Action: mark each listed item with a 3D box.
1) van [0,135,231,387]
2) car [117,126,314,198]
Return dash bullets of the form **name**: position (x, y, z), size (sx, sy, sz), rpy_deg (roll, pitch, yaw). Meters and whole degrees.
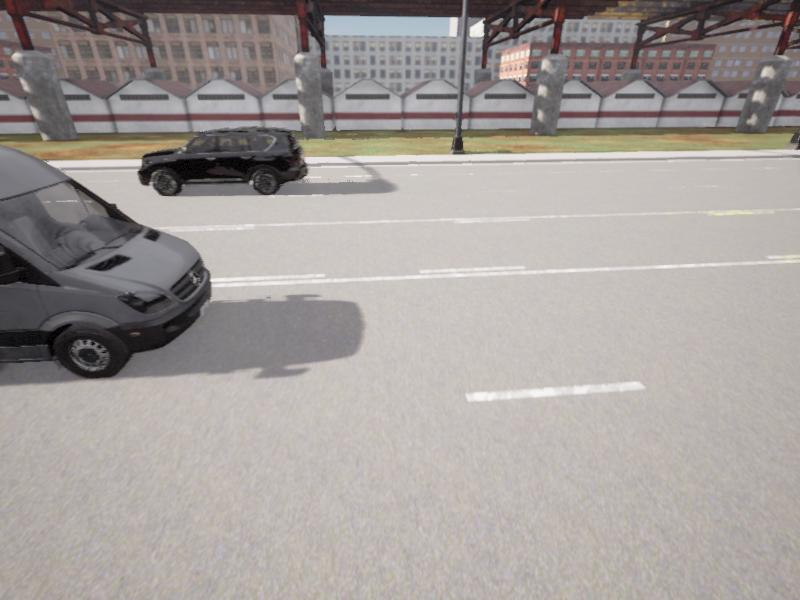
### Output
- **van**: position (-5.649, -0.526, 4.923), size (5.915, 2.561, 1.988), rpy_deg (-3, 27, -5)
- **car**: position (-6.060, -4.880, 13.975), size (5.566, 2.045, 2.150), rpy_deg (-1, 28, -2)
